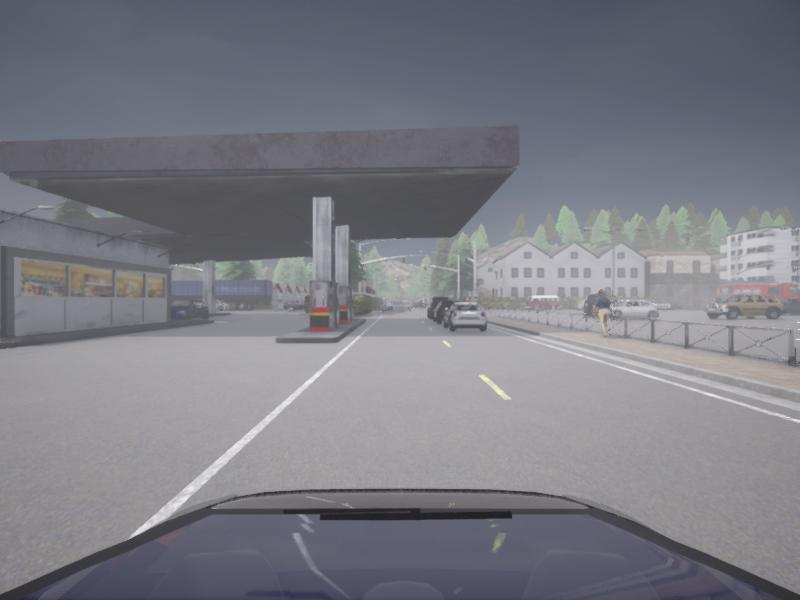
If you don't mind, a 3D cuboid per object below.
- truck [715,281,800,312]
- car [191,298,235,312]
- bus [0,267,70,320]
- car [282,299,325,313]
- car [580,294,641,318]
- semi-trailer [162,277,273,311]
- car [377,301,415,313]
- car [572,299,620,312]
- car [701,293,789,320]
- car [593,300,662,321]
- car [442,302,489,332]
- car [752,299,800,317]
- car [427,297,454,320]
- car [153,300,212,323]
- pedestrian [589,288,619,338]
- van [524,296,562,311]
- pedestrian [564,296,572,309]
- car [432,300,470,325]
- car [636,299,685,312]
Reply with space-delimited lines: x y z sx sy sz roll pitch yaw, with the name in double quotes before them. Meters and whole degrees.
"truck" 45.592 -0.460 50.996 8.468 3.827 2.891 0 0 2
"car" -23.630 0.617 50.698 4.611 1.667 2.242 0 0 3
"bus" -34.146 -0.500 33.841 3.944 4.253 10.273 0 0 0
"car" -12.206 0.736 50.825 4.902 1.511 2.128 -2 0 0
"car" 16.709 0.453 31.878 3.866 1.878 1.905 0 0 -1
"semi-trailer" -24.729 -0.747 54.551 14.254 4.402 2.717 -1 0 5
"car" -0.463 0.865 52.573 4.674 1.442 1.812 -1 0 -28
"car" 24.909 0.641 51.025 5.027 1.651 2.152 0 0 -1
"car" 24.603 0.470 28.654 4.605 1.855 1.932 0 0 -1
"car" 16.125 0.734 28.548 3.806 1.475 1.970 0 0 -1
"car" 3.456 0.876 21.789 1.970 1.475 3.806 0 0 0
"car" 34.559 0.678 35.675 4.514 1.523 2.007 0 0 -1
"car" 3.429 0.682 34.565 1.905 1.878 3.866 0 0 0
"car" -17.294 0.857 32.152 2.242 1.667 4.611 0 0 -1
"pedestrian" 7.758 0.501 15.273 0.751 1.860 0.751 0 0 -1
"van" 19.434 0.435 54.568 4.480 2.038 2.069 0 0 -5
"pedestrian" 24.963 0.367 59.432 0.751 1.860 0.751 0 0 -2
"car" 3.441 0.807 28.112 2.033 1.649 4.856 0 0 0
"car" 33.202 0.683 51.091 4.974 1.542 2.038 0 0 0
